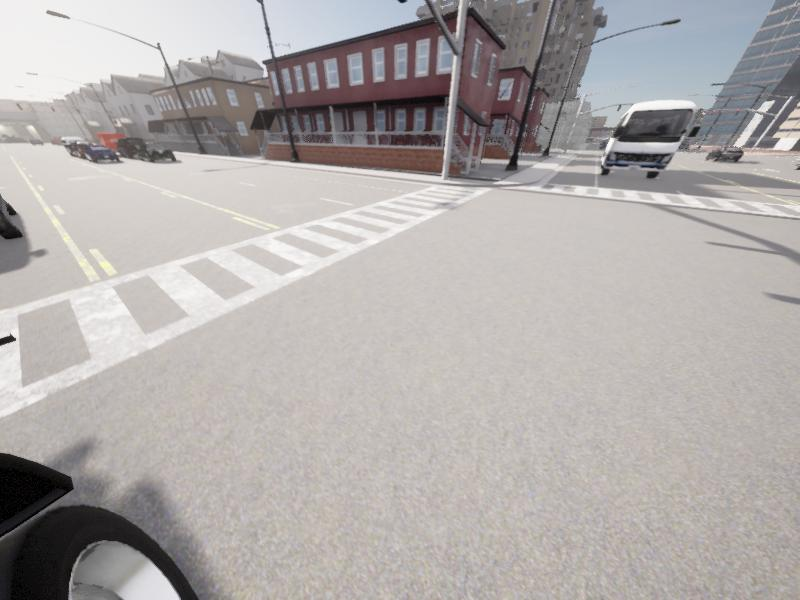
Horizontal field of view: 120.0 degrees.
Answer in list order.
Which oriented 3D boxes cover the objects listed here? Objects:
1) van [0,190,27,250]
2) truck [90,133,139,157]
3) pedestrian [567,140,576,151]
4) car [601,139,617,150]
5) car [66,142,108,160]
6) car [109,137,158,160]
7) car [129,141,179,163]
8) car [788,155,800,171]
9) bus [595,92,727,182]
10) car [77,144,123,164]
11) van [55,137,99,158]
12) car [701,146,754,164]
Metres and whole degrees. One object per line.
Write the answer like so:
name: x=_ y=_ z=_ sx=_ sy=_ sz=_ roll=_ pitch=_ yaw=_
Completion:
van: x=-12.352 y=-2.959 z=5.783 sx=5.915 sy=2.561 sz=1.988 roll=22 pitch=41 yaw=28
truck: x=-38.081 y=-20.790 z=30.872 sx=5.204 sy=2.467 sz=2.627 roll=23 pitch=41 yaw=29
pedestrian: x=35.894 y=-32.317 z=48.342 sx=0.751 sy=1.860 sz=0.751 roll=25 pitch=42 yaw=30
car: x=51.280 y=-38.250 z=56.799 sx=2.150 sy=2.045 sz=5.566 roll=22 pitch=41 yaw=28
car: x=-35.865 y=-17.149 z=26.482 sx=3.988 sy=1.617 sz=1.851 roll=22 pitch=41 yaw=28
car: x=-31.590 y=-18.029 z=27.386 sx=5.566 sy=2.045 sz=2.150 roll=22 pitch=41 yaw=28
car: x=-25.662 y=-15.512 z=24.093 sx=4.553 sy=1.767 sz=2.097 roll=22 pitch=41 yaw=28
car: x=35.623 y=-11.363 z=19.045 sx=2.163 sy=1.488 sz=4.792 roll=24 pitch=42 yaw=30
bus: x=18.475 y=-12.233 z=17.719 sx=3.944 sy=4.253 sz=10.273 roll=22 pitch=41 yaw=28
car: x=-30.258 y=-14.778 z=23.314 sx=4.674 sy=1.442 sz=1.812 roll=22 pitch=41 yaw=28
van: x=-40.888 y=-19.384 z=29.226 sx=4.480 sy=2.038 sz=2.069 roll=22 pitch=41 yaw=28
car: x=38.996 y=-17.471 z=27.704 sx=2.128 sy=1.511 sz=4.902 roll=22 pitch=41 yaw=28
